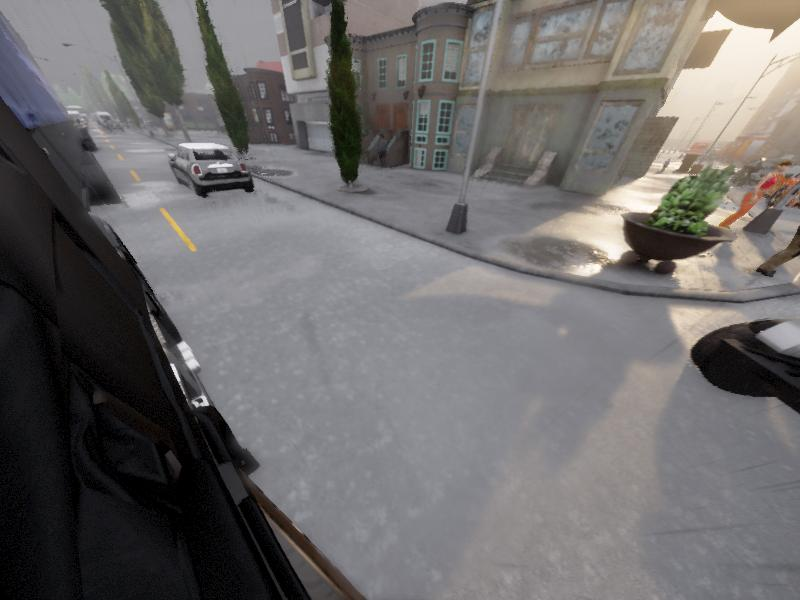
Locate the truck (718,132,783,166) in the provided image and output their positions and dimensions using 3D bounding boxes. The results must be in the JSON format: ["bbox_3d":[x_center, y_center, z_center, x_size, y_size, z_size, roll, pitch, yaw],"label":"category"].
[{"bbox_3d":[53.397,-23.285,35.558,2.891,3.827,8.468,31,45,32],"label":"truck"}]

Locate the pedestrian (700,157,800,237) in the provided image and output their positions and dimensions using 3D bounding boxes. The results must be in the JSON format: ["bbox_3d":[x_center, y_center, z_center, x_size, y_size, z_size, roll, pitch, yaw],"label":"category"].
[{"bbox_3d":[9.729,-2.826,6.383,0.751,1.860,0.751,-11,39,-18],"label":"pedestrian"}]

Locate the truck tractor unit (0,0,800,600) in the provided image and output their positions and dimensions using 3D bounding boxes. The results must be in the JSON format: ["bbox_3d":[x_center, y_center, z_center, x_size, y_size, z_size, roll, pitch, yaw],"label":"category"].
[{"bbox_3d":[-2.645,-0.295,0.351,6.516,4.208,3.053,28,44,30],"label":"truck tractor unit"}]

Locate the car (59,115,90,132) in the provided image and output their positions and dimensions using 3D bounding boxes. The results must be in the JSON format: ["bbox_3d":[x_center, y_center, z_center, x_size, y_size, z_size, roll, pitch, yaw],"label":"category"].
[{"bbox_3d":[-48.557,-26.437,34.586,4.605,1.855,1.932,31,45,32],"label":"car"}]

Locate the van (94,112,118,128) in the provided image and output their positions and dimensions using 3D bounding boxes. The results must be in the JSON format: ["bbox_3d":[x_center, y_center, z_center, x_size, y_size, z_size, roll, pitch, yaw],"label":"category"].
[{"bbox_3d":[-60.859,-37.298,47.856,5.915,2.561,1.988,31,45,32],"label":"van"}]

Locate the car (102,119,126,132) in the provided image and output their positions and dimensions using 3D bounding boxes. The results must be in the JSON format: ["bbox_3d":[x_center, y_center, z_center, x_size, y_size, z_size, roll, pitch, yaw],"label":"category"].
[{"bbox_3d":[-47.135,-28.726,38.056,3.705,1.549,1.789,31,45,32],"label":"car"}]

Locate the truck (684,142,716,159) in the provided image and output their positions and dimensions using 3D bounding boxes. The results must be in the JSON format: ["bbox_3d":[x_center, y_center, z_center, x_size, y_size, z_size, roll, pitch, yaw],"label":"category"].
[{"bbox_3d":[59.023,-29.597,45.618,2.627,2.467,5.204,31,45,32],"label":"truck"}]

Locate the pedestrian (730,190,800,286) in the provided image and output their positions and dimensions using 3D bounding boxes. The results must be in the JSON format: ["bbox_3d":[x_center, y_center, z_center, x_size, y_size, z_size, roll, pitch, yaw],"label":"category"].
[{"bbox_3d":[7.463,-1.295,4.160,0.751,1.860,0.751,24,41,26],"label":"pedestrian"}]

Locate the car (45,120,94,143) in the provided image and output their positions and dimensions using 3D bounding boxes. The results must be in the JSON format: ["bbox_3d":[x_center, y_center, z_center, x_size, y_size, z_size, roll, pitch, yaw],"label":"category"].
[{"bbox_3d":[-31.603,-16.226,22.228,4.902,1.511,2.128,31,45,32],"label":"car"}]

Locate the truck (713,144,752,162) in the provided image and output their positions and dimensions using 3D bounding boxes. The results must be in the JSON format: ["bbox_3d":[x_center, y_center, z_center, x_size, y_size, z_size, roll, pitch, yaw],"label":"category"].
[{"bbox_3d":[60.369,-26.937,42.110,2.627,2.467,5.204,31,45,32],"label":"truck"}]

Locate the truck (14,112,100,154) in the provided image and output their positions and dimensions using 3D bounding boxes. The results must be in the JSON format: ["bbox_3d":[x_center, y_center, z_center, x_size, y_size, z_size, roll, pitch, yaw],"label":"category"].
[{"bbox_3d":[-24.171,-12.059,16.600,6.274,2.098,2.390,31,45,32],"label":"truck"}]

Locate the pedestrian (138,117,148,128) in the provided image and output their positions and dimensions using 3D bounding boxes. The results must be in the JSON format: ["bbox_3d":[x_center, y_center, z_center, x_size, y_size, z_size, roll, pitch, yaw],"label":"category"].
[{"bbox_3d":[-57.761,-39.904,51.979,0.751,1.860,0.751,30,44,32],"label":"pedestrian"}]

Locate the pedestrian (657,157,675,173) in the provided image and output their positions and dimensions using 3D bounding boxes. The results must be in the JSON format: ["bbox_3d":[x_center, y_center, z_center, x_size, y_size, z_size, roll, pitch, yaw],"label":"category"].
[{"bbox_3d":[22.281,-11.321,19.357,0.500,1.100,0.500,31,45,33],"label":"pedestrian"}]

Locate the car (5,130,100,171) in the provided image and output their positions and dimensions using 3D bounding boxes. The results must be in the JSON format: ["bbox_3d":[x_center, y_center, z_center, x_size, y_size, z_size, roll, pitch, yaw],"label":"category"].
[{"bbox_3d":[-17.327,-7.699,11.778,4.181,1.385,1.994,31,45,33],"label":"car"}]

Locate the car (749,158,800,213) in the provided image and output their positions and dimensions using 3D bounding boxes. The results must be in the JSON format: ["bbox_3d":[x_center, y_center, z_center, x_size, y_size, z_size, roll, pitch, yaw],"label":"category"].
[{"bbox_3d":[18.688,-5.171,10.429,2.097,1.767,4.553,31,45,32],"label":"car"}]

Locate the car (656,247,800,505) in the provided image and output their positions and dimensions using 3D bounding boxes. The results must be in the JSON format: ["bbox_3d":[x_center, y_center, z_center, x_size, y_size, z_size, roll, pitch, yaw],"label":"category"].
[{"bbox_3d":[5.031,0.686,1.500,3.866,1.878,1.905,0,37,-3],"label":"car"}]

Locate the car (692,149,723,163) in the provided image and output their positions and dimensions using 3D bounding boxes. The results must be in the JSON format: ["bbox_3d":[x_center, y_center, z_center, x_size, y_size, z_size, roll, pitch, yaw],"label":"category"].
[{"bbox_3d":[47.536,-22.350,35.832,2.038,1.542,4.974,31,45,32],"label":"car"}]

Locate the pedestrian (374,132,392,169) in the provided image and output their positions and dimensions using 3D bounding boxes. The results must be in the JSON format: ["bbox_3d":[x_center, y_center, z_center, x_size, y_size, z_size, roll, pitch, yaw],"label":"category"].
[{"bbox_3d":[-1.061,-9.335,14.480,0.751,1.860,0.751,27,43,29],"label":"pedestrian"}]

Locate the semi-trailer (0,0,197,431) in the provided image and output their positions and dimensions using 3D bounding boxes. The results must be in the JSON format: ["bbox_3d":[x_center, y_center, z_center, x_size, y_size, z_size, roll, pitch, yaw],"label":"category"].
[{"bbox_3d":[-8.493,-3.728,4.432,14.254,4.402,2.717,30,45,32],"label":"semi-trailer"}]

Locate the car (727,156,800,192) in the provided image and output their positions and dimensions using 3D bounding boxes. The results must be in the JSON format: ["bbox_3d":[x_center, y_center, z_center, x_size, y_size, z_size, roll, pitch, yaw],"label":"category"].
[{"bbox_3d":[24.430,-8.541,15.533,1.851,1.617,3.988,31,45,32],"label":"car"}]

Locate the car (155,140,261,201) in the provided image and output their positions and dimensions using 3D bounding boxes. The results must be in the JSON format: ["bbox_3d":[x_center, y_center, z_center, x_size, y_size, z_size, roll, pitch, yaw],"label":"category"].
[{"bbox_3d":[-7.371,-5.121,8.871,3.806,1.475,1.970,30,45,32],"label":"car"}]

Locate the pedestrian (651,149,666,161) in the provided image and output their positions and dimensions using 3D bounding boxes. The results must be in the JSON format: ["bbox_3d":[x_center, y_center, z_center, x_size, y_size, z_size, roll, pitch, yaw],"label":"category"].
[{"bbox_3d":[35.507,-19.955,31.760,0.751,1.300,0.751,20,40,22],"label":"pedestrian"}]
